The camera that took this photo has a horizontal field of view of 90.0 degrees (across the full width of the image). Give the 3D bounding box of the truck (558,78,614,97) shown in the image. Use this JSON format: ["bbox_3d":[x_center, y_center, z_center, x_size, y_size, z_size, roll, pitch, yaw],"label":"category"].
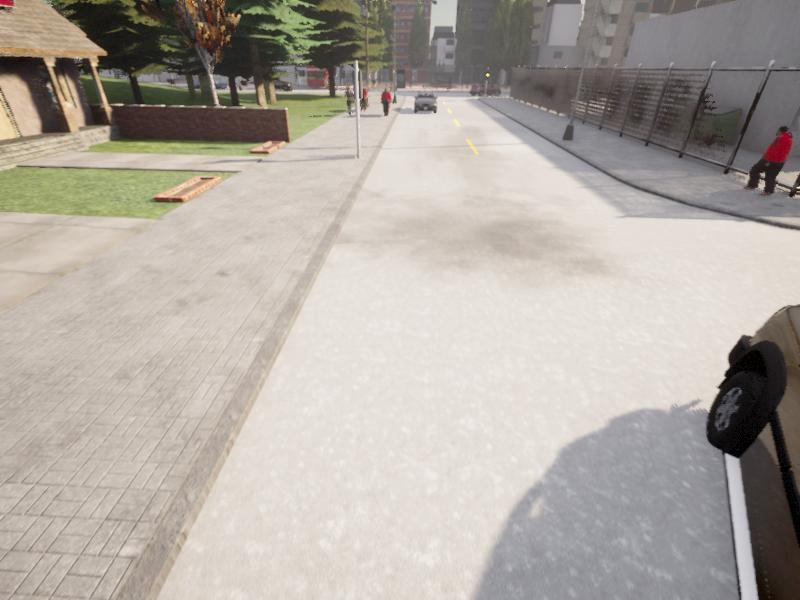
[{"bbox_3d":[25.364,-29.084,54.785,6.274,2.098,2.390,2,30,2],"label":"truck"}]

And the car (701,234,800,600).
[{"bbox_3d":[3.155,1.404,2.005,1.932,1.855,4.605,23,37,23],"label":"car"}]

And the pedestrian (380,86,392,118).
[{"bbox_3d":[-0.923,-13.096,26.442,0.751,1.860,0.751,3,30,3],"label":"pedestrian"}]

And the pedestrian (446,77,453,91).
[{"bbox_3d":[7.269,-31.548,58.412,0.751,1.860,0.751,-1,30,-4],"label":"pedestrian"}]

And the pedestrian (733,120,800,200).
[{"bbox_3d":[9.933,-3.734,10.694,0.751,1.860,0.751,-10,32,-18],"label":"pedestrian"}]

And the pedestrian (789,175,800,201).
[{"bbox_3d":[11.083,-3.433,10.215,0.751,1.860,0.751,4,30,4],"label":"pedestrian"}]

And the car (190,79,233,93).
[{"bbox_3d":[-25.060,-28.496,53.218,4.674,1.442,1.812,2,30,2],"label":"car"}]

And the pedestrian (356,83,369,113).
[{"bbox_3d":[-2.728,-14.754,29.231,0.751,1.860,0.751,8,31,12],"label":"pedestrian"}]

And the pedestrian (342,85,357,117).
[{"bbox_3d":[-3.361,-13.166,26.483,0.751,1.860,0.751,4,30,5],"label":"pedestrian"}]

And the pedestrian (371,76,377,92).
[{"bbox_3d":[-3.631,-30.373,56.244,0.751,1.860,0.751,2,30,2],"label":"pedestrian"}]

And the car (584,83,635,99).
[{"bbox_3d":[26.849,-26.825,51.407,5.238,1.638,1.930,2,30,2],"label":"car"}]

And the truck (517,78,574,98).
[{"bbox_3d":[18.586,-27.314,51.523,6.274,2.098,2.390,2,30,2],"label":"truck"}]

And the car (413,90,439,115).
[{"bbox_3d":[1.999,-15.487,31.283,1.816,1.474,4.193,2,30,2],"label":"car"}]

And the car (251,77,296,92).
[{"bbox_3d":[-16.605,-28.440,52.786,5.027,1.651,2.152,2,30,2],"label":"car"}]

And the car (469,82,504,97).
[{"bbox_3d":[11.053,-27.025,51.271,3.988,1.617,1.851,-15,34,-25],"label":"car"}]
